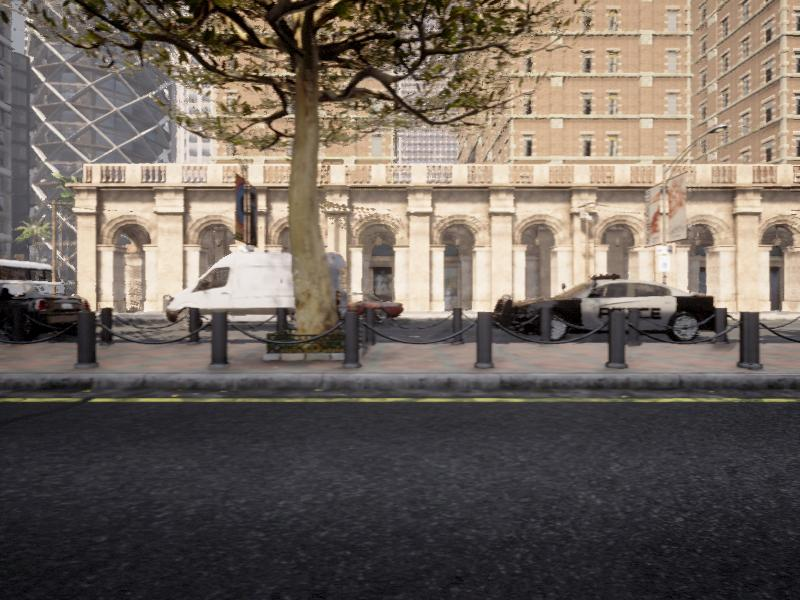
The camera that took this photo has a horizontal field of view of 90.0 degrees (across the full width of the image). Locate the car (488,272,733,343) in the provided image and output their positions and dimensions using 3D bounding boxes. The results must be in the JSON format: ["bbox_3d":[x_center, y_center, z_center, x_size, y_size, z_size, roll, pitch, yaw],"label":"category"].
[{"bbox_3d":[5.070,0.170,10.200,5.238,1.638,1.930,0,0,0],"label":"car"}]

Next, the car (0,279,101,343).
[{"bbox_3d":[-10.275,0.255,10.216,3.806,1.475,1.970,0,0,0],"label":"car"}]

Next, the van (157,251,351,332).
[{"bbox_3d":[-4.767,-0.275,13.714,5.915,2.561,1.988,0,0,0],"label":"van"}]

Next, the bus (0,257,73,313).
[{"bbox_3d":[-32.538,-1.126,32.178,3.944,4.253,10.273,0,0,0],"label":"bus"}]

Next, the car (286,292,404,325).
[{"bbox_3d":[-2.208,0.339,16.957,4.718,1.301,1.895,0,0,0],"label":"car"}]
